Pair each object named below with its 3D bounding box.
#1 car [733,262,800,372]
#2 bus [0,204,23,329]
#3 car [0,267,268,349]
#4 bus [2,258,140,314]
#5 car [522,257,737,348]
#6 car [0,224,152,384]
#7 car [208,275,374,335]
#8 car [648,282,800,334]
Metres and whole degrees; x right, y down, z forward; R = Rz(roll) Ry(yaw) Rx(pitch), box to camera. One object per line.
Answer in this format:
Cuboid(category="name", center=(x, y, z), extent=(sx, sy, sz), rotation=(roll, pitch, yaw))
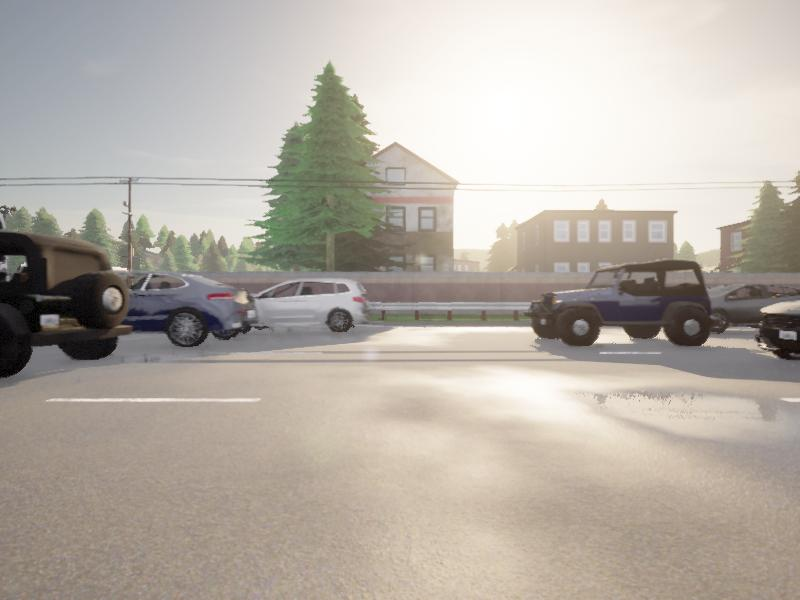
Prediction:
Cuboid(category="car", center=(8.061, 0.233, 5.746), extent=(5.008, 1.535, 1.882), rotation=(0, 0, 0))
Cuboid(category="bus", center=(-18.704, -1.158, 12.263), extent=(10.273, 4.253, 3.944), rotation=(0, 0, -3))
Cuboid(category="car", center=(-5.905, 0.173, 9.181), extent=(5.027, 1.651, 2.152), rotation=(0, 0, -1))
Cuboid(category="bus", center=(-28.614, -1.177, 35.870), extent=(3.944, 4.253, 10.273), rotation=(0, 1, 0))
Cuboid(category="car", center=(5.035, 0.052, 9.229), extent=(3.866, 1.878, 1.905), rotation=(0, 0, 0))
Cuboid(category="car", center=(-6.037, 0.039, 5.668), extent=(3.866, 1.878, 1.905), rotation=(0, 0, 0))
Cuboid(category="car", center=(-3.224, 0.147, 12.685), extent=(4.611, 1.667, 2.242), rotation=(-1, 0, 0))
Cuboid(category="car", center=(10.794, 0.243, 12.761), extent=(4.514, 1.525, 2.007), rotation=(0, 0, 0))
